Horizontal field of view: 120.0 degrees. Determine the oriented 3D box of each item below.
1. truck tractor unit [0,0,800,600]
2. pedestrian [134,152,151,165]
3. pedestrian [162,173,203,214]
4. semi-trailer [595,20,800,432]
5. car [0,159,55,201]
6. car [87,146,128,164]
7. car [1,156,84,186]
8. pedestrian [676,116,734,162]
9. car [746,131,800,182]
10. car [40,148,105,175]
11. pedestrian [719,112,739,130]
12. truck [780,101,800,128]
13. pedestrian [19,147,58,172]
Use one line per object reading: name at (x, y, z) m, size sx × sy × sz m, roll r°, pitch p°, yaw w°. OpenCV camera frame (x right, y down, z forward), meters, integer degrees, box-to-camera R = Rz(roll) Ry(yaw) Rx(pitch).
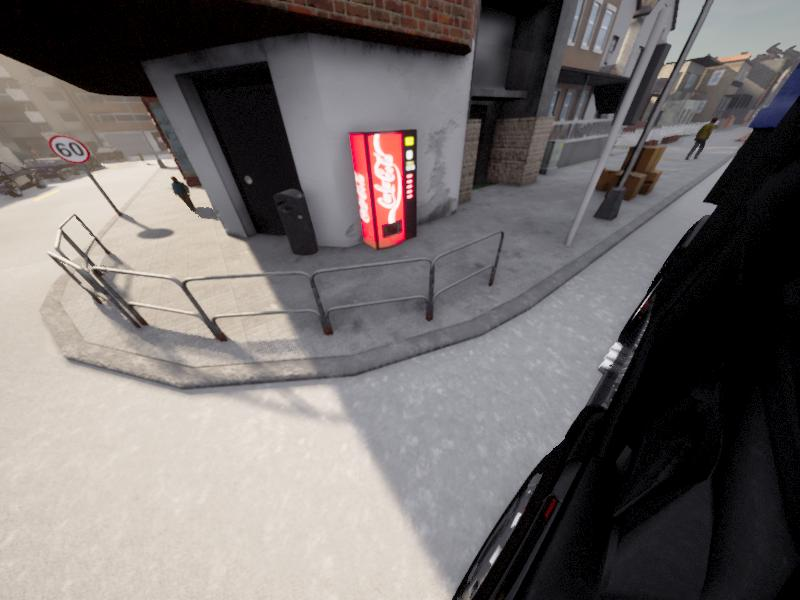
truck tractor unit at (2.645, -0.295, 0.352) m, size 6.516 × 4.208 × 3.053 m, roll -28°, pitch 44°, yaw -30°
pedestrian at (-26.107, -14.346, 23.428) m, size 0.500 × 1.100 × 0.500 m, roll 13°, pitch 40°, yaw 20°
pedestrian at (-7.120, -3.509, 7.622) m, size 0.500 × 1.100 × 0.500 m, roll -22°, pitch 41°, yaw -23°
semi-trailer at (8.876, -3.485, 4.034) m, size 14.254 × 4.402 × 2.717 m, roll -26°, pitch 43°, yaw -28°
car at (-21.525, -6.380, 12.268) m, size 2.163 × 1.488 × 4.792 m, roll -26°, pitch 43°, yaw -27°
car at (-37.160, -18.622, 29.493) m, size 1.882 × 1.535 × 5.008 m, roll -24°, pitch 42°, yaw -26°
car at (-25.673, -9.516, 16.857) m, size 1.895 × 1.301 × 4.718 m, roll -26°, pitch 43°, yaw -27°
pedestrian at (15.383, -8.155, 11.743) m, size 0.751 × 1.860 × 0.751 m, roll -6°, pitch 37°, yaw -5°
car at (16.117, -5.768, 9.168) m, size 4.181 × 1.385 × 1.994 m, roll -26°, pitch 43°, yaw -28°
car at (-29.784, -12.839, 21.254) m, size 2.033 × 1.649 × 4.856 m, roll -25°, pitch 43°, yaw -27°
pedestrian at (44.377, -24.160, 31.170) m, size 0.751 × 1.860 × 0.751 m, roll -24°, pitch 42°, yaw -26°
truck at (57.410, -26.644, 32.220) m, size 8.468 × 3.827 × 2.891 m, roll -26°, pitch 43°, yaw -27°
pedestrian at (-32.288, -12.580, 20.668) m, size 0.751 × 1.860 × 0.751 m, roll 0°, pitch 37°, yaw 4°
